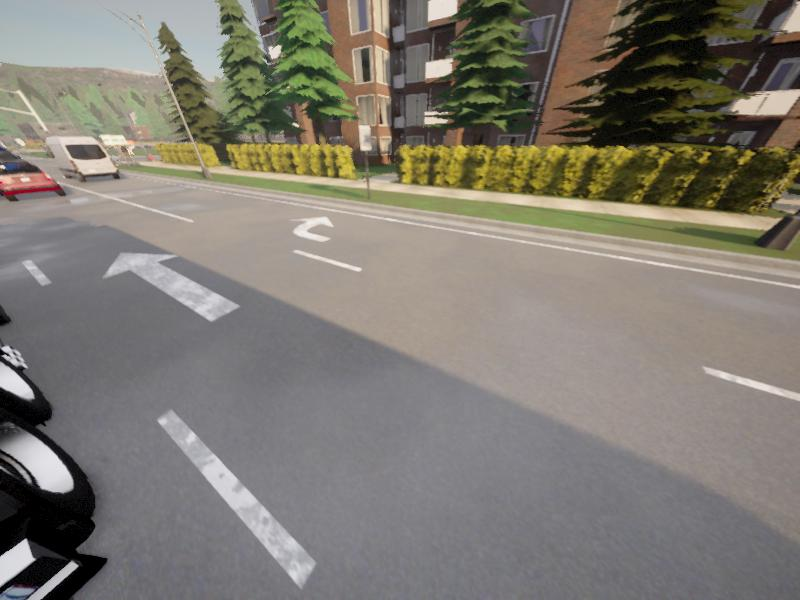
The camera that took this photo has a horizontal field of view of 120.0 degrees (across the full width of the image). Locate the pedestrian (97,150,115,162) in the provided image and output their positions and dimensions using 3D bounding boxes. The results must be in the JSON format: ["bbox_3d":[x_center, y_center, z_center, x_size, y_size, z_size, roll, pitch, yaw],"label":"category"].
[{"bbox_3d":[-38.973,-19.120,30.635,0.751,1.300,0.751,17,38,23],"label":"pedestrian"}]

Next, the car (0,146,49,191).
[{"bbox_3d":[-24.922,-8.225,14.246,5.566,2.045,2.150,18,39,24],"label":"car"}]

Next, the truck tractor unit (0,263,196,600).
[{"bbox_3d":[-5.107,-0.304,0.788,6.516,4.208,3.053,18,39,24],"label":"truck tractor unit"}]

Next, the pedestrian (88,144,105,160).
[{"bbox_3d":[-45.223,-22.062,34.431,0.751,1.860,0.751,21,40,27],"label":"pedestrian"}]

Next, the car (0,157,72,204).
[{"bbox_3d":[-18.766,-6.010,11.395,3.988,1.617,1.851,18,39,25],"label":"car"}]

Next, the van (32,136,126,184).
[{"bbox_3d":[-22.705,-10.016,16.372,5.915,2.561,1.988,18,39,24],"label":"van"}]
